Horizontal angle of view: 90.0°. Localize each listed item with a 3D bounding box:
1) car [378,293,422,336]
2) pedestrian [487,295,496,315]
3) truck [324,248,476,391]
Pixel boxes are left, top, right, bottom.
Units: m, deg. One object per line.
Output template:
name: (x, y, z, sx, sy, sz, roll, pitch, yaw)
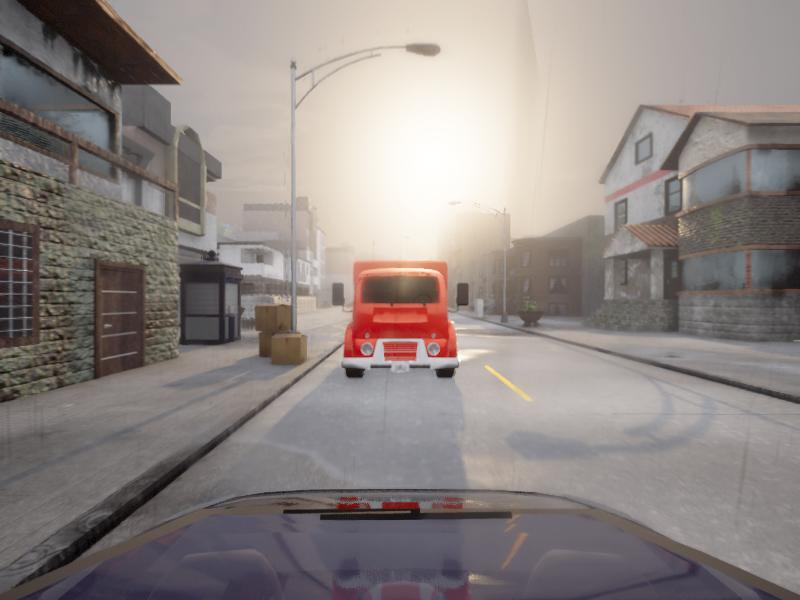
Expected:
car: (0.011, 0.621, 19.126, 1.905, 1.878, 3.866, 0, 0, 0)
pedestrian: (8.703, 0.485, 38.114, 0.751, 1.860, 0.751, 0, 0, -1)
truck: (0.006, 0.351, 9.516, 2.627, 2.467, 5.204, 0, 0, 0)
